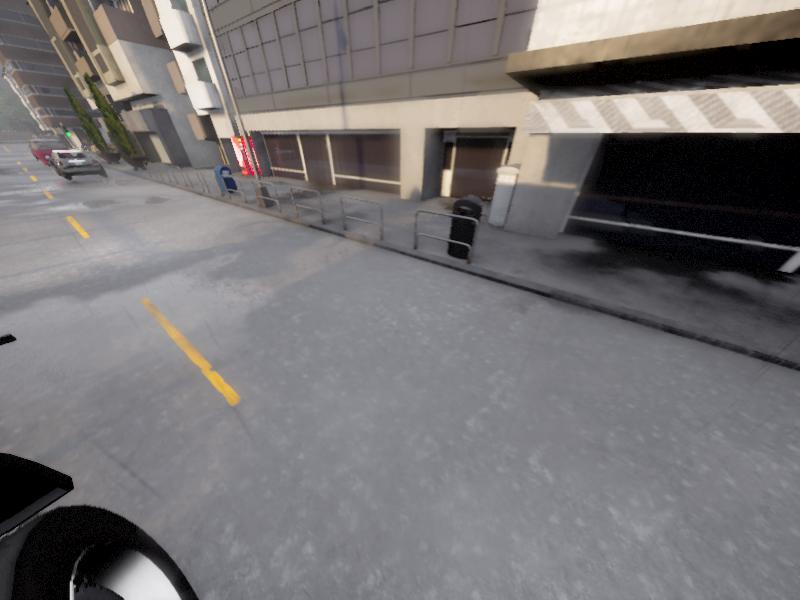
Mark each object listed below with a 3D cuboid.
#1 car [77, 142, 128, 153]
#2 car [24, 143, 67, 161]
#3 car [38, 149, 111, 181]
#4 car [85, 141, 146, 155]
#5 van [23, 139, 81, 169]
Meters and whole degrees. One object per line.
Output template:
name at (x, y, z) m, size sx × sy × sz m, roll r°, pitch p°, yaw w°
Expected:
car at (-46.874, -24.150, 36.609) m, size 4.718 × 1.301 × 1.895 m, roll -26°, pitch 43°, yaw -33°
car at (-38.933, -16.331, 25.444) m, size 3.806 × 1.475 × 1.970 m, roll 25°, pitch 42°, yaw 31°
car at (-21.262, -8.934, 15.109) m, size 3.806 × 1.475 × 1.970 m, roll 22°, pitch 41°, yaw 28°
car at (-42.825, -23.135, 34.995) m, size 1.801 × 1.575 × 5.366 m, roll 16°, pitch 38°, yaw 21°
van at (-29.996, -12.700, 19.929) m, size 4.442 × 1.987 × 1.775 m, roll 22°, pitch 41°, yaw 28°
